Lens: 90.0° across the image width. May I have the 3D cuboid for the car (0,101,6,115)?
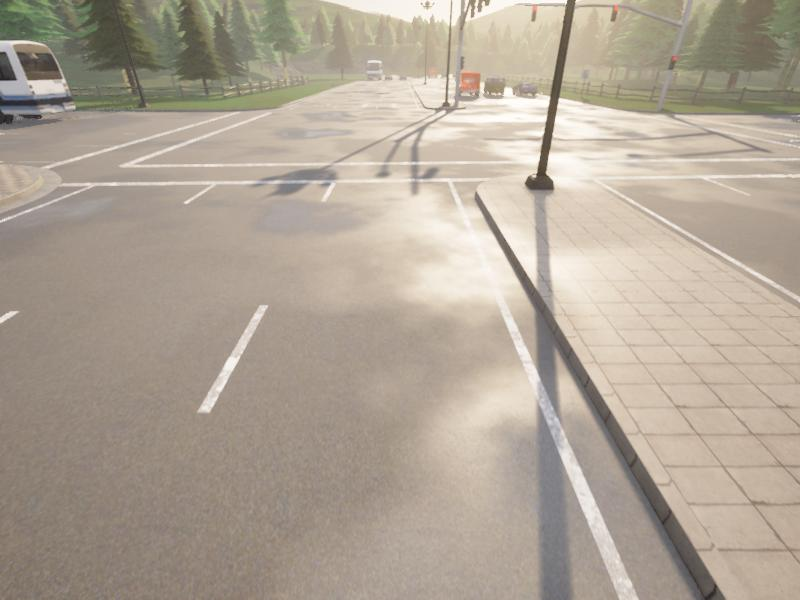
[{"bbox_3d":[-31.133,-13.790,28.074,4.514,1.525,2.007,0,30,1],"label":"car"}]

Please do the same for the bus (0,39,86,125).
[{"bbox_3d":[-26.302,-13.101,24.191,10.273,4.253,3.944,0,30,1],"label":"bus"}]

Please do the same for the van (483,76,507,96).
[{"bbox_3d":[11.285,-25.663,47.939,1.775,1.987,4.442,0,30,0],"label":"van"}]

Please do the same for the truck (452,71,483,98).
[{"bbox_3d":[7.785,-25.214,46.703,2.627,2.467,5.204,0,31,0],"label":"truck"}]

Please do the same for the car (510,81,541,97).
[{"bbox_3d":[14.787,-25.047,47.466,2.033,1.411,5.357,0,30,0],"label":"car"}]
